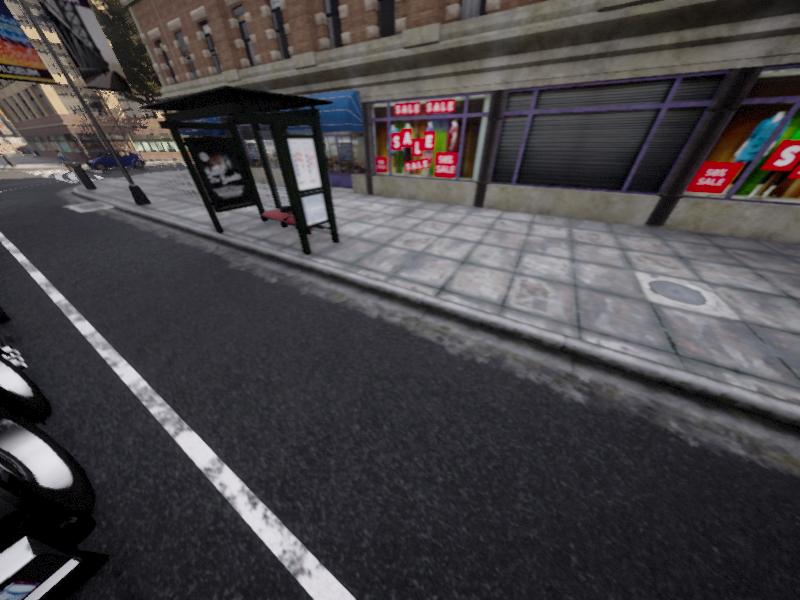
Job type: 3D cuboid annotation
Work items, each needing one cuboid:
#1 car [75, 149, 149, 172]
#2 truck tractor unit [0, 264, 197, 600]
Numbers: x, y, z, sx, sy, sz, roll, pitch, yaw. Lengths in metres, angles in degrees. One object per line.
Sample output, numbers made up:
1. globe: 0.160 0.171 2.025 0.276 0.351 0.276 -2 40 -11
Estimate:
1. car: -27.873 -13.673 22.551 1.851 1.617 3.988 20 40 26
2. truck tractor unit: -5.117 -0.293 0.784 6.516 4.208 3.053 18 39 24
